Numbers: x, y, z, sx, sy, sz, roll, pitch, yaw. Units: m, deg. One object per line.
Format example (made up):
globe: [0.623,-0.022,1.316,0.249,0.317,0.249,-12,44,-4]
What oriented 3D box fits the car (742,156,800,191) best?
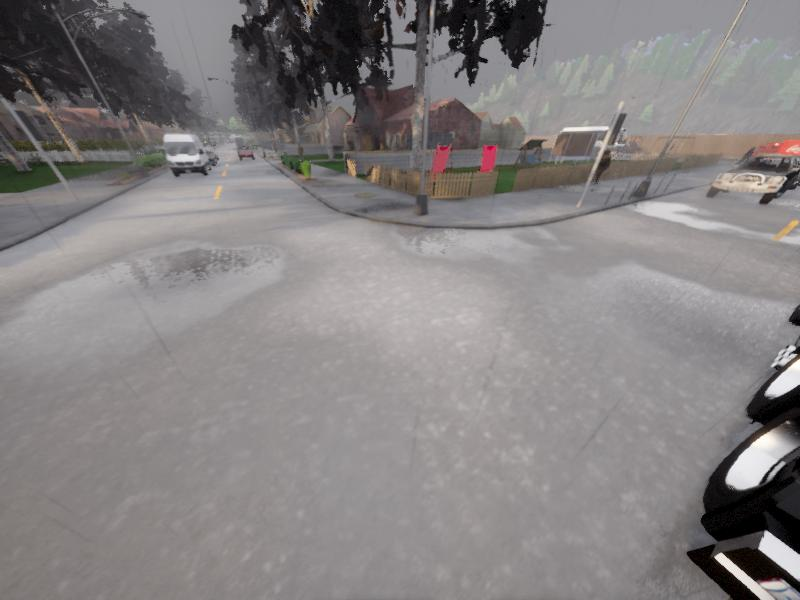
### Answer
car: [23.897,-7.927,14.342,4.892,1.490,1.837,-18,39,-24]

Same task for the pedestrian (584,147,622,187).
pedestrian: [11.486,-7.531,13.105,0.751,1.860,0.751,-18,39,-24]

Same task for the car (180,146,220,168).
car: [-19.914,-14.479,23.222,2.152,1.651,5.027,-18,39,-24]

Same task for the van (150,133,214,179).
van: [-16.080,-11.046,17.529,1.988,2.561,5.915,-18,39,-24]

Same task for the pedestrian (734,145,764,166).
pedestrian: [38.394,-15.923,25.441,0.751,1.860,0.751,-7,35,-10]

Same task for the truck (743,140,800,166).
truck: [47.511,-18.077,28.311,2.627,2.467,5.204,-18,39,-24]

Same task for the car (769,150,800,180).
car: [31.488,-10.505,17.859,4.553,1.767,2.097,-18,39,-24]

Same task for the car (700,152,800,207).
car: [17.072,-5.865,10.971,4.605,1.855,1.932,-18,39,-24]

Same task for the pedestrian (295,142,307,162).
pedestrian: [-11.037,-16.435,25.689,0.751,1.860,0.751,-18,39,-24]

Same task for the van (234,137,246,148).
van: [-48.110,-47.371,69.416,1.988,2.561,5.915,-18,39,-24]

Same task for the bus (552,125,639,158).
bus: [33.812,-27.978,40.865,3.944,4.253,10.273,-18,39,-24]

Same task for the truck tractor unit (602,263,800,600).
truck tractor unit: [5.111,-0.300,0.788,6.516,4.208,3.053,-18,39,-24]

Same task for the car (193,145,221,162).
car: [-23.514,-18.024,28.323,1.801,1.575,5.366,-18,39,-24]
